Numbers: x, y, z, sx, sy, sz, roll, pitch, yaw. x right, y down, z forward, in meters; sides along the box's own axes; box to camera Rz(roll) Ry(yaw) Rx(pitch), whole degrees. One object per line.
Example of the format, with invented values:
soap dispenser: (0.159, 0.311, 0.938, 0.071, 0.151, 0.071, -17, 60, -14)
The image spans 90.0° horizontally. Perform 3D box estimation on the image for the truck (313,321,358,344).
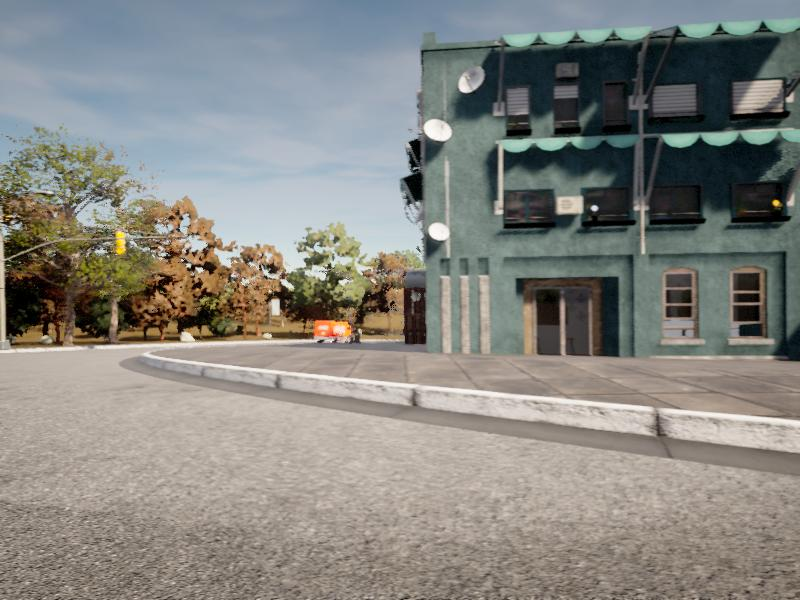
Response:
truck: (-7.294, 3.734, 45.716, 2.627, 2.467, 5.204, -1, -6, 24)
